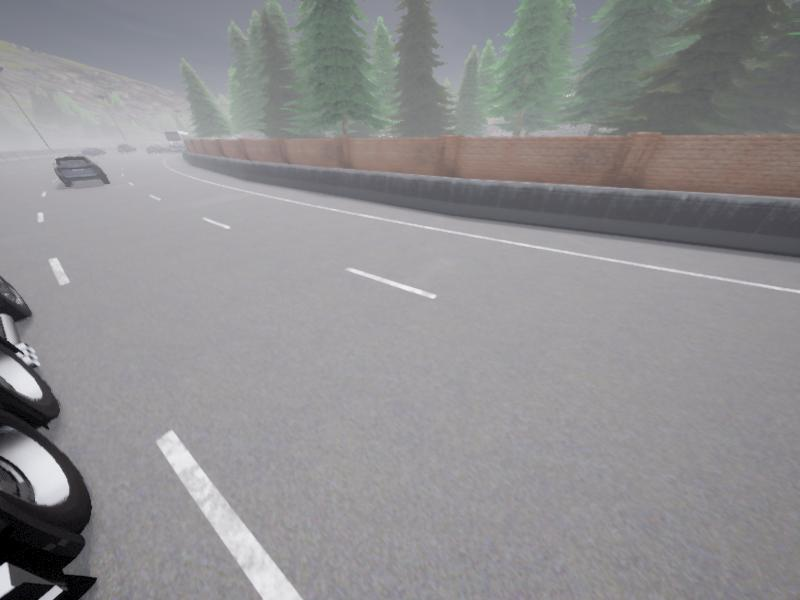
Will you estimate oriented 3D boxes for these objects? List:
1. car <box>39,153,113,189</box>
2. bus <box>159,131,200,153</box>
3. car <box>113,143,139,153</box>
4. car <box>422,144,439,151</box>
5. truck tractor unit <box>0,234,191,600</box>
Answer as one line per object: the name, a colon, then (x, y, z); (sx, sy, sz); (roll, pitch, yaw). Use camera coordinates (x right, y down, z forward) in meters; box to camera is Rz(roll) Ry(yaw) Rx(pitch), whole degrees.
car: (-21.086, -8.629, 15.216); (4.856, 1.649, 2.033); (27, 44, 34)
bus: (-55.454, -40.080, 58.613); (3.944, 4.253, 10.273); (-14, 36, -19)
car: (-63.953, -35.454, 54.051); (1.932, 1.855, 4.605); (-14, 35, -18)
car: (7.882, -39.570, 59.921); (1.812, 1.442, 4.674); (-20, 39, -27)
truck tractor unit: (-5.058, -0.348, 0.859); (6.516, 4.208, 3.053); (20, 40, 27)
